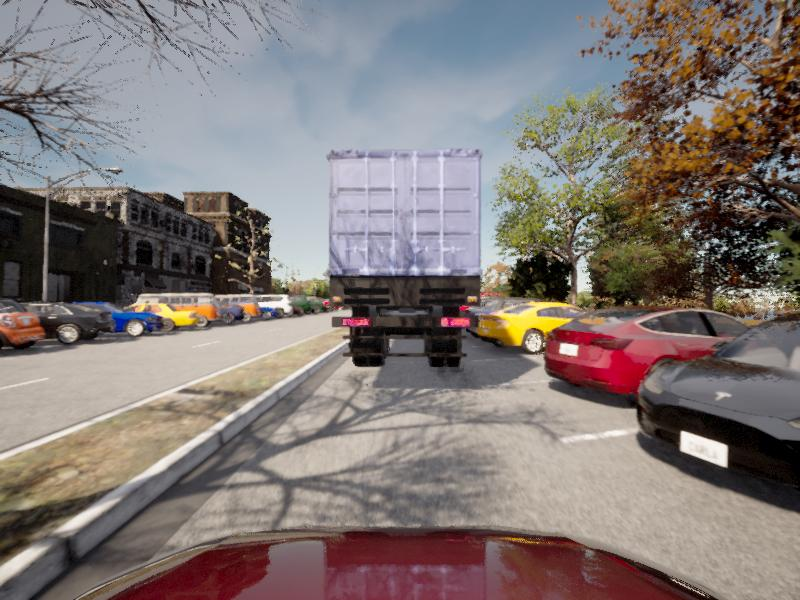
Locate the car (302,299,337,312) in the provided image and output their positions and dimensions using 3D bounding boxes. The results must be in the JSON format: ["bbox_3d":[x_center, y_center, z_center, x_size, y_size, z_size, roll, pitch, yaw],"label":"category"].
[{"bbox_3d":[-11.349,0.736,56.478,4.553,1.767,2.185,-1,0,-17],"label":"car"}]

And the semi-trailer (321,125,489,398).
[{"bbox_3d":[0.243,-0.612,13.606,2.717,4.402,14.254,0,0,1],"label":"semi-trailer"}]

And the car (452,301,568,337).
[{"bbox_3d":[5.167,0.838,18.950,4.892,1.521,2.231,1,0,-18],"label":"car"}]

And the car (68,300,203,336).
[{"bbox_3d":[-13.169,0.834,20.355,5.366,1.575,1.946,-1,0,-18],"label":"car"}]

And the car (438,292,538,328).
[{"bbox_3d":[5.436,0.589,24.898,5.566,2.045,2.435,1,0,-18],"label":"car"}]

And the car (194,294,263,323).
[{"bbox_3d":[-12.504,0.615,29.487,4.442,1.987,1.878,-1,0,-18],"label":"car"}]

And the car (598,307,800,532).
[{"bbox_3d":[4.787,0.859,4.116,4.792,1.488,2.163,1,0,-19],"label":"car"}]

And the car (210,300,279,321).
[{"bbox_3d":[-12.478,0.844,32.452,5.008,1.535,2.097,-1,0,-17],"label":"car"}]

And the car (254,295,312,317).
[{"bbox_3d":[-12.097,0.600,41.444,5.566,2.045,2.435,-1,0,-17],"label":"car"}]

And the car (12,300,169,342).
[{"bbox_3d":[-13.116,0.832,17.406,5.008,1.535,2.097,-1,0,-18],"label":"car"}]

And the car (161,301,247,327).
[{"bbox_3d":[-12.770,0.870,26.426,4.792,1.488,2.163,-1,0,-18],"label":"car"}]

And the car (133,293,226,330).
[{"bbox_3d":[-12.765,0.610,23.468,4.442,1.987,1.878,-1,0,-18],"label":"car"}]

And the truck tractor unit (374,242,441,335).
[{"bbox_3d":[0.446,-0.513,21.521,3.053,4.208,6.516,0,0,2],"label":"truck tractor unit"}]

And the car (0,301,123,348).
[{"bbox_3d":[-13.195,0.830,14.388,4.892,1.521,2.231,-1,0,-18],"label":"car"}]

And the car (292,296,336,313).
[{"bbox_3d":[-11.500,0.608,53.485,5.566,2.045,2.435,-1,0,-17],"label":"car"}]

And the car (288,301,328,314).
[{"bbox_3d":[-11.633,0.886,50.478,4.792,1.488,2.163,-1,0,-17],"label":"car"}]

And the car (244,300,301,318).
[{"bbox_3d":[-12.207,0.848,38.457,5.008,1.535,2.097,-1,0,-17],"label":"car"}]

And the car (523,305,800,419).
[{"bbox_3d":[4.885,0.862,7.109,4.792,1.488,2.163,1,0,-19],"label":"car"}]

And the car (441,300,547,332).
[{"bbox_3d":[5.111,0.833,21.856,5.366,1.575,1.946,1,0,-18],"label":"car"}]

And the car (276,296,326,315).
[{"bbox_3d":[-11.775,0.603,47.477,5.566,2.045,2.435,-1,0,-17],"label":"car"}]

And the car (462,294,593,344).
[{"bbox_3d":[5.044,0.709,15.975,4.553,1.767,2.185,1,0,-18],"label":"car"}]

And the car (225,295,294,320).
[{"bbox_3d":[-12.368,0.595,35.442,5.566,2.045,2.435,-1,0,-17],"label":"car"}]

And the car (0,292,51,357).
[{"bbox_3d":[-13.271,0.700,11.370,4.553,1.767,2.185,-1,0,-19],"label":"car"}]

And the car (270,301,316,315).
[{"bbox_3d":[-11.905,0.882,44.472,4.792,1.488,2.163,-1,0,-17],"label":"car"}]

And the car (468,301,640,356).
[{"bbox_3d":[4.975,0.834,13.020,5.008,1.535,2.097,1,0,-18],"label":"car"}]
